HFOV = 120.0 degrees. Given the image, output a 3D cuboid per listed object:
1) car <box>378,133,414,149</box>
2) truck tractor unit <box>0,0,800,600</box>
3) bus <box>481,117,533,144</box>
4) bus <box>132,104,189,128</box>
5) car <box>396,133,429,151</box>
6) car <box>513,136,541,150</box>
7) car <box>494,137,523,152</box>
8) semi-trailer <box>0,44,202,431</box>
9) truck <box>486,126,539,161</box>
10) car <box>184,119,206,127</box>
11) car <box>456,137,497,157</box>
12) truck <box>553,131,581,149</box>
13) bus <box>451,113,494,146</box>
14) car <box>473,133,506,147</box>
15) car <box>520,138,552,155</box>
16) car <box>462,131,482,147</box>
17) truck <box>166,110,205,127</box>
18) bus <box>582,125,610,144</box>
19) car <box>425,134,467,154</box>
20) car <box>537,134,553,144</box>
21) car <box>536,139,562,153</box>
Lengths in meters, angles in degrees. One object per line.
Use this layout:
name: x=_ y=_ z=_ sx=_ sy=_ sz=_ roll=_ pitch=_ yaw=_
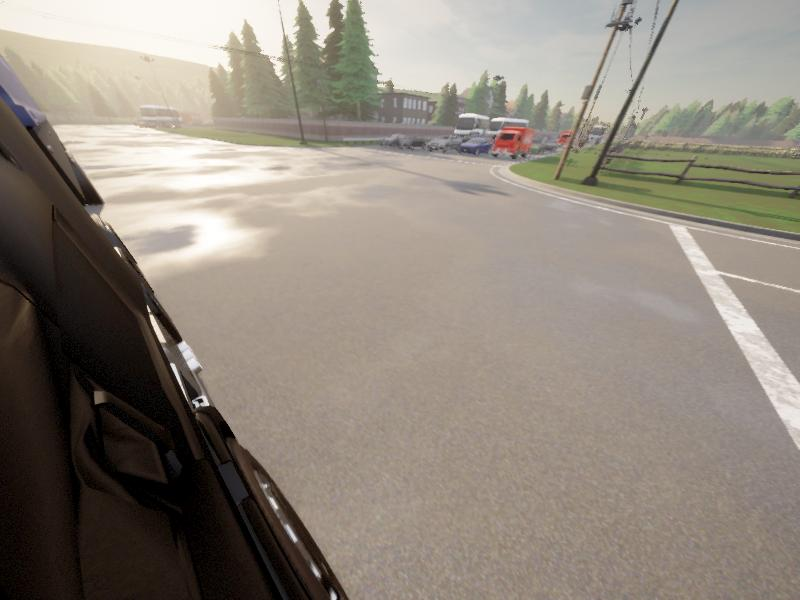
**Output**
car: x=-0.451 y=-20.103 z=29.164 sx=1.812 sy=1.442 sz=4.674 roll=28 pitch=44 yaw=30
truck tractor unit: x=-2.645 y=-0.295 z=0.352 sx=6.516 sy=4.208 sz=3.053 roll=28 pitch=44 yaw=30
bus: x=22.558 y=-35.551 z=48.664 sx=10.273 sy=4.253 sz=3.944 roll=-23 pitch=44 yaw=-29
bus: x=-58.585 y=-45.232 z=57.124 sx=3.944 sy=4.253 sz=10.273 roll=-3 pitch=37 yaw=-7
car: x=1.475 y=-18.198 z=26.645 sx=1.789 sy=1.549 sz=3.705 roll=28 pitch=43 yaw=30
car: x=19.738 y=-24.399 z=35.793 sx=2.242 sy=1.667 sz=4.611 roll=28 pitch=44 yaw=30
car: x=14.369 y=-20.583 z=30.580 sx=1.970 sy=1.475 sz=3.806 roll=28 pitch=44 yaw=30
semi-trailer: x=-8.700 y=-3.589 z=4.247 sx=14.254 sy=4.402 sz=2.717 roll=28 pitch=44 yaw=30
truck: x=11.116 y=-15.401 z=22.693 sx=2.627 sy=2.467 sz=5.204 roll=28 pitch=43 yaw=30
car: x=-63.756 y=-55.149 z=72.035 sx=1.932 sy=1.855 sz=4.605 roll=10 pitch=38 yaw=10
car: x=8.140 y=-16.263 z=24.439 sx=1.882 sy=1.535 sz=5.008 roll=28 pitch=44 yaw=30
truck: x=29.611 y=-28.299 z=40.873 sx=2.627 sy=2.467 sz=5.204 roll=28 pitch=43 yaw=30
bus: x=13.048 y=-30.340 z=41.185 sx=3.944 sy=4.253 sz=10.273 roll=21 pitch=41 yaw=23
car: x=15.203 y=-27.173 z=39.246 sx=4.611 sy=1.667 sz=2.242 roll=-12 pitch=39 yaw=-18
car: x=16.936 y=-19.100 z=28.704 sx=2.007 sy=1.525 sz=4.514 roll=28 pitch=44 yaw=30
car: x=11.436 y=-25.483 z=36.600 sx=1.905 sy=1.878 sz=3.866 roll=20 pitch=41 yaw=21
truck: x=-69.549 y=-59.107 z=75.361 sx=2.891 sy=3.827 sz=8.468 roll=12 pitch=38 yaw=13
bus: x=57.125 y=-48.064 z=67.184 sx=3.944 sy=4.253 sz=10.273 roll=28 pitch=44 yaw=30
car: x=5.231 y=-17.556 z=25.930 sx=2.152 sy=1.651 sz=5.027 roll=28 pitch=44 yaw=30
car: x=33.918 y=-37.660 z=54.038 sx=1.905 sy=1.878 sz=3.866 roll=28 pitch=44 yaw=30
car: x=21.418 y=-22.165 z=33.160 sx=1.994 sy=1.385 sz=4.181 roll=28 pitch=44 yaw=30
